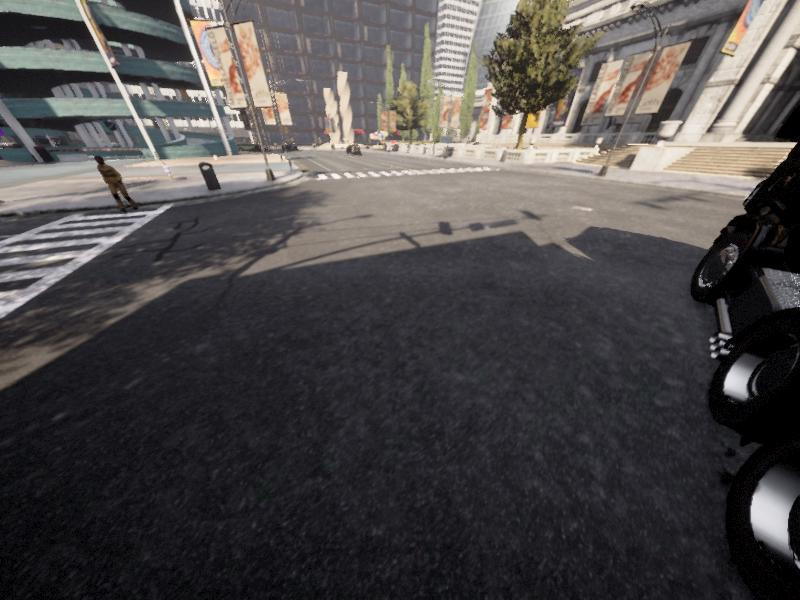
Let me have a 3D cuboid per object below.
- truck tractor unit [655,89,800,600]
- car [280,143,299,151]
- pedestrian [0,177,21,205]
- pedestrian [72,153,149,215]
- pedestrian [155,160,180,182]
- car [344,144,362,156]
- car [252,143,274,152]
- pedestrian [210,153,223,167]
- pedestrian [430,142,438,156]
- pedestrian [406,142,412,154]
[{"bbox_3d":[4.786,-0.539,1.126,3.053,4.208,6.516,29,44,35],"label":"truck tractor unit"},{"bbox_3d":[-26.585,-36.772,55.542,3.705,1.549,1.789,14,37,18],"label":"car"},{"bbox_3d":[-15.832,-4.576,8.575,0.751,1.860,0.751,-8,35,-11],"label":"pedestrian"},{"bbox_3d":[-10.130,-4.100,8.198,0.751,1.860,0.751,-14,37,-19],"label":"pedestrian"},{"bbox_3d":[-13.748,-7.644,13.687,0.500,1.100,0.500,-5,35,-8],"label":"pedestrian"},{"bbox_3d":[-8.335,-26.636,41.009,1.851,1.617,3.988,-17,38,-23],"label":"car"},{"bbox_3d":[-29.956,-33.291,50.499,3.705,1.549,1.789,15,37,20],"label":"car"},{"bbox_3d":[-16.867,-12.904,21.258,0.500,1.100,0.500,-9,36,-14],"label":"pedestrian"},{"bbox_3d":[5.339,-23.761,36.425,0.751,1.860,0.751,-11,36,-16],"label":"pedestrian"},{"bbox_3d":[1.570,-27.165,41.312,0.751,1.860,0.751,-17,38,-24],"label":"pedestrian"}]
